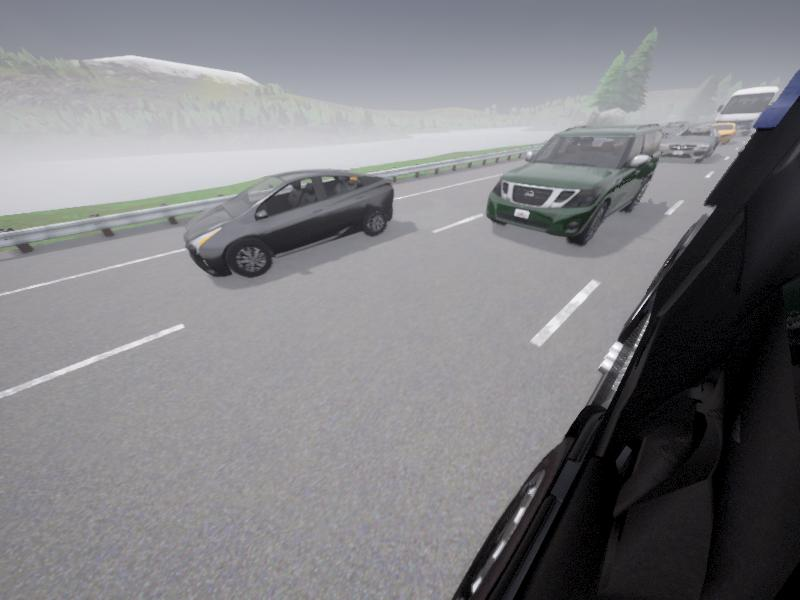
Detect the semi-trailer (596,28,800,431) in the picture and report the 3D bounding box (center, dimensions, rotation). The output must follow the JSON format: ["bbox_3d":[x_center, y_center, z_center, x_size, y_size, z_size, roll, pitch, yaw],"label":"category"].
[{"bbox_3d":[8.785,-3.532,4.159,14.254,4.402,2.717,-27,43,-29],"label":"semi-trailer"}]

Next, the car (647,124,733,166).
[{"bbox_3d":[17.286,-9.316,13.758,5.027,1.651,2.152,-27,43,-29],"label":"car"}]

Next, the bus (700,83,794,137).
[{"bbox_3d":[40.363,-21.853,26.991,10.273,4.253,3.944,-26,43,-29],"label":"bus"}]

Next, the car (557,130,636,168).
[{"bbox_3d":[12.133,-9.379,14.198,5.366,1.575,1.801,-26,43,-29],"label":"car"}]

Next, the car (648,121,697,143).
[{"bbox_3d":[28.637,-17.678,24.263,4.611,1.667,2.242,-26,43,-29],"label":"car"}]

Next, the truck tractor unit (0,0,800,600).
[{"bbox_3d":[2.645,-0.295,0.351,6.516,4.208,3.053,-28,44,-30],"label":"truck tractor unit"}]

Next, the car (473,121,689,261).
[{"bbox_3d":[4.659,-3.163,5.907,5.566,2.045,2.150,-27,43,-29],"label":"car"}]

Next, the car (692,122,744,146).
[{"bbox_3d":[28.035,-14.662,20.352,5.008,1.535,1.882,-26,43,-29],"label":"car"}]

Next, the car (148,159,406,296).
[{"bbox_3d":[-2.233,-2.047,5.268,4.514,1.525,2.007,-28,44,-30],"label":"car"}]

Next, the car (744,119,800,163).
[{"bbox_3d":[21.534,-8.853,12.730,4.553,1.767,2.097,-26,43,-29],"label":"car"}]
